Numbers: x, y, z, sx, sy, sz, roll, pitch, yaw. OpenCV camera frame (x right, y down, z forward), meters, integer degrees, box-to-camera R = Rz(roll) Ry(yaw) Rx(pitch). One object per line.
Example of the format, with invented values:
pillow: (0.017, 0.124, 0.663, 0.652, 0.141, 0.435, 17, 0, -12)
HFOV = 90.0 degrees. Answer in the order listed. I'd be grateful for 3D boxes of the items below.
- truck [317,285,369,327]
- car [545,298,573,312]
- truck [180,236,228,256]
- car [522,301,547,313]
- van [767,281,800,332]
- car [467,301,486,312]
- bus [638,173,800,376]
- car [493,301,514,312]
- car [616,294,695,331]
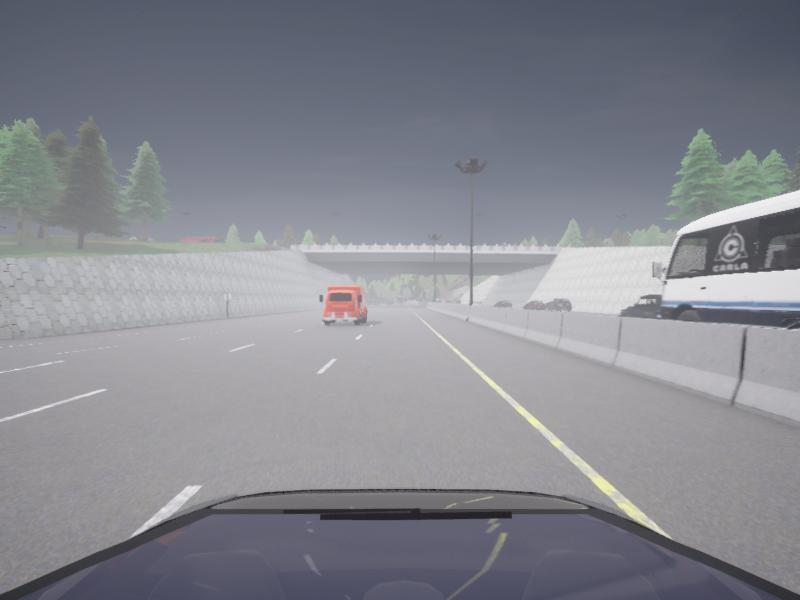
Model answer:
truck: (-3.503, 0.354, 25.743, 2.627, 2.467, 5.204, 0, 0, 0)
car: (20.995, 0.644, 52.993, 1.932, 1.855, 4.605, 0, 0, 0)
truck: (-40.939, -11.337, 83.728, 8.468, 3.827, 2.891, 0, 0, 0)
car: (17.495, 0.846, 52.111, 1.816, 1.474, 4.193, 0, 0, 0)
van: (21.001, 0.320, 18.837, 1.988, 2.561, 5.915, 0, 0, 0)
car: (10.491, 0.861, 55.052, 1.812, 1.442, 4.674, 0, 0, 0)
bus: (10.378, -0.535, 8.994, 3.944, 4.253, 10.273, 0, 0, 0)
car: (13.994, 0.846, 54.187, 1.816, 1.474, 4.193, 0, 0, 0)
car: (14.000, 0.644, 22.208, 1.905, 1.878, 3.866, 0, 0, 0)
